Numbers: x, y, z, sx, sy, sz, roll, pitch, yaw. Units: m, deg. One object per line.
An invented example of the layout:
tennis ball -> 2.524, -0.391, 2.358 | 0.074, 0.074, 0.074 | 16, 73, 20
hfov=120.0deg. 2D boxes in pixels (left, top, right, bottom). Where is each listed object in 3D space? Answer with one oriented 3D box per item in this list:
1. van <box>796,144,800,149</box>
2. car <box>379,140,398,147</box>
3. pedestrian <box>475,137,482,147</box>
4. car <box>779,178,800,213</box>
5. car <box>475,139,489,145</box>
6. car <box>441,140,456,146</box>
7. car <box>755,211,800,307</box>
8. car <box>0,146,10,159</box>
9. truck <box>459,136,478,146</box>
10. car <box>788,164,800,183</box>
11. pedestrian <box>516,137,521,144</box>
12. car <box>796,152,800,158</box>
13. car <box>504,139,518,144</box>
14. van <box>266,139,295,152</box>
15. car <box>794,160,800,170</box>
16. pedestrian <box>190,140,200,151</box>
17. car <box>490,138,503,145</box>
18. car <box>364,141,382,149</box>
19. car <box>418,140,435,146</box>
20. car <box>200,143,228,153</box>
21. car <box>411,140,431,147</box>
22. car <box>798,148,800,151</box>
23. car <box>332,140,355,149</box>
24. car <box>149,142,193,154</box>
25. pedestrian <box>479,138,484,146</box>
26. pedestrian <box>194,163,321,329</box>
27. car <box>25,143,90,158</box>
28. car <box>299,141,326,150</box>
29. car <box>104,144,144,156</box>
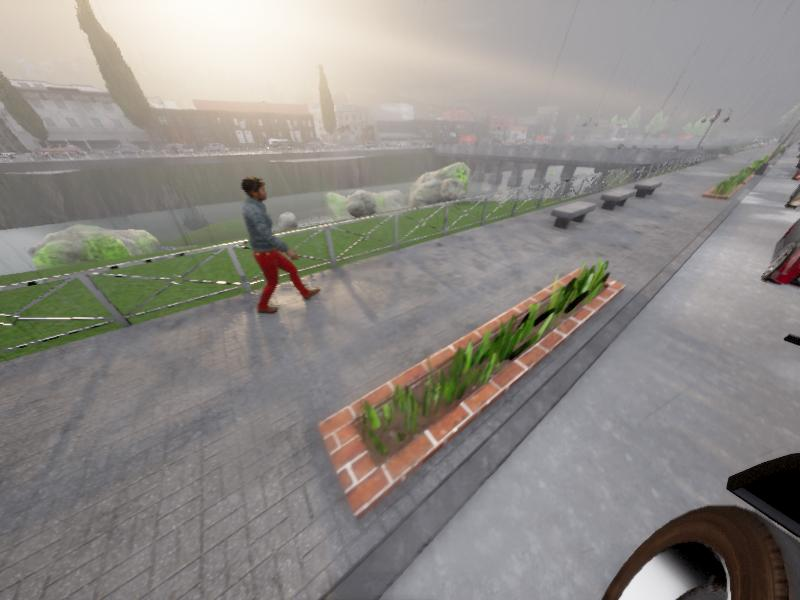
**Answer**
van -> 80.905, -31.054, 45.222 | 6.366, 2.431, 2.351 | -22, 41, -28
car -> -3.141, -42.572, 62.896 | 4.974, 1.542, 2.038 | -22, 41, -28
pedestrian -> 18.259, -36.772, 53.824 | 0.751, 1.860, 0.751 | -18, 39, -24
car -> 16.237, -4.158, 8.357 | 4.514, 1.525, 2.007 | -22, 41, -28
car -> 29.017, -55.734, 81.395 | 4.892, 1.490, 1.837 | -22, 41, -28
car -> 14.443, -46.939, 69.012 | 3.988, 1.617, 1.851 | -22, 41, -28
car -> 8.468, -0.907, 3.942 | 4.181, 1.385, 1.994 | -22, 41, -28
car -> -58.144, -20.012, 31.287 | 4.856, 1.649, 2.033 | -22, 41, -28
truck -> 21.763, -50.331, 72.948 | 5.204, 2.467, 2.627 | -22, 41, -28
car -> 25.166, -7.819, 13.482 | 4.514, 1.525, 2.007 | -22, 41, -28
pedestrian -> 41.089, -55.202, 80.021 | 0.751, 1.860, 0.751 | -11, 37, -14
car -> 49.770, -17.917, 27.607 | 5.008, 1.535, 1.882 | -22, 41, -28
car -> 40.222, -57.526, 83.820 | 5.366, 1.575, 1.801 | -22, 41, -28
van -> -24.078, -31.340, 46.738 | 4.480, 2.038, 2.069 | -22, 41, -28
car -> 33.920, -11.393, 18.529 | 4.193, 1.474, 1.816 | -22, 41, -28
pedestrian -> -42.079, -31.752, 47.411 | 0.751, 1.860, 0.751 | -22, 41, -28
car -> 33.439, -54.876, 79.828 | 3.866, 1.878, 1.905 | -22, 41, -28
car -> -6.544, -38.303, 56.970 | 3.806, 1.475, 1.970 | -22, 41, -28
car -> 8.045, -47.140, 69.338 | 5.008, 1.535, 1.882 | -22, 41, -28
car -> -35.598, -29.200, 44.277 | 3.806, 1.475, 1.970 | -22, 41, -28
car -> 5.811, -43.443, 64.023 | 5.238, 1.638, 1.930 | -22, 41, -28
car -> 70.448, -26.336, 39.518 | 4.181, 1.385, 1.994 | -22, 41, -28
car -> -13.849, -38.186, 56.725 | 4.856, 1.649, 2.033 | -22, 41, -28
car -> -40.718, -27.168, 41.292 | 5.238, 1.638, 1.930 | -22, 41, -28
pedestrian -> 23.478, -45.749, 66.757 | 0.751, 1.860, 0.751 | -20, 40, -26
pedestrian -> -1.664, -0.660, 3.018 | 0.751, 1.860, 0.751 | -16, 38, -20
car -> -51.622, -22.684, 35.031 | 5.027, 1.651, 2.152 | -22, 41, -28
car -> -20.110, -35.613, 53.113 | 5.238, 1.638, 1.930 | -22, 41, -28
car -> -45.781, -25.019, 38.425 | 3.806, 1.475, 1.970 | -22, 41, -28
